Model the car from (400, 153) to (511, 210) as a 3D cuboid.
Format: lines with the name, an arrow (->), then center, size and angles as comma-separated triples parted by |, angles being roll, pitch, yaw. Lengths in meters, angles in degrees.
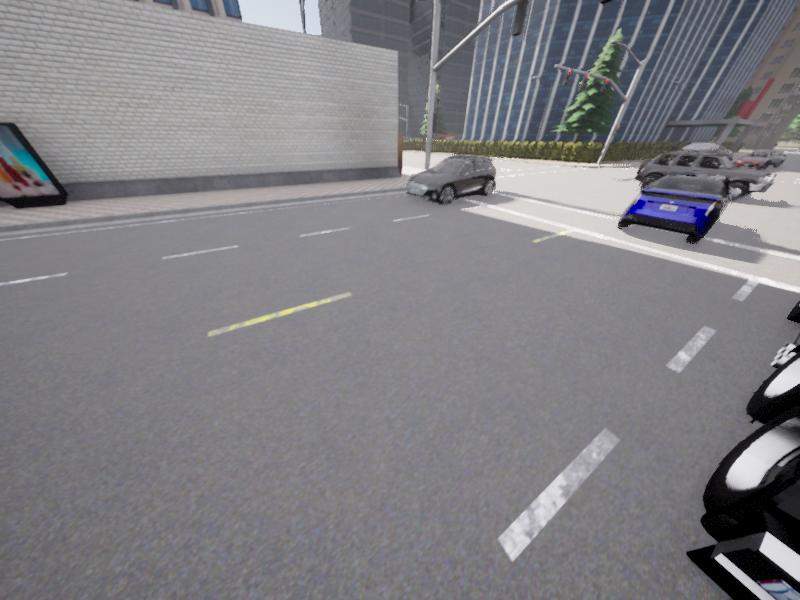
car -> 2.529, -5.517, 10.442 | 4.856, 1.649, 2.033 | -25, 43, -31

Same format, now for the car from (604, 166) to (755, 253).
car -> 8.585, -3.026, 7.074 | 4.514, 1.525, 2.007 | -23, 42, -31

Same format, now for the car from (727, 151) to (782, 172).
car -> 33.113, -12.995, 21.582 | 4.193, 1.474, 1.816 | -18, 39, -25

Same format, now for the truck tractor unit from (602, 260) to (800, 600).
truck tractor unit -> 5.104, -0.308, 0.784 | 6.516, 4.208, 3.053 | -19, 39, -24

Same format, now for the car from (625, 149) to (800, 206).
car -> 14.862, -6.257, 11.461 | 1.932, 1.855, 4.605 | -18, 40, -24

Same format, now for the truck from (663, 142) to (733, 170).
truck -> 29.806, -14.490, 23.135 | 6.274, 2.098, 2.390 | -18, 39, -24

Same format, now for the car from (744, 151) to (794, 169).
car -> 39.165, -14.938, 24.513 | 4.181, 1.385, 1.994 | -19, 39, -25

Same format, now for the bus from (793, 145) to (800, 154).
bus -> 91.514, -32.160, 47.226 | 3.944, 4.253, 10.273 | -18, 39, -24

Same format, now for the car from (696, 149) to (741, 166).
car -> 36.607, -16.448, 26.571 | 4.674, 1.442, 1.812 | -18, 39, -25
